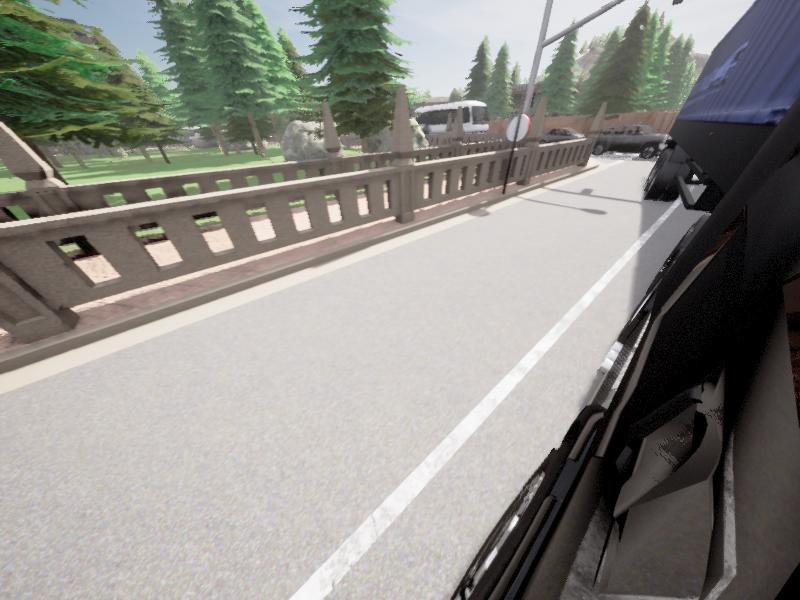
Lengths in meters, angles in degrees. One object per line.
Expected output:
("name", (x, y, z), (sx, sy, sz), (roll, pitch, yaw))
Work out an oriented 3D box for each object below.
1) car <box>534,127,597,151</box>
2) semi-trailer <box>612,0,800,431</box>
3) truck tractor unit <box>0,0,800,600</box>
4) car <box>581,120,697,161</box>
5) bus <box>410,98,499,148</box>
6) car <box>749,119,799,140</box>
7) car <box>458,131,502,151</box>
("car", (14.914, -14.701, 21.045), (1.851, 1.617, 3.988), (-28, 44, -30))
("semi-trailer", (8.024, -3.992, 4.796), (2.717, 4.402, 14.254), (26, 46, 32))
("truck tractor unit", (2.645, -0.295, 0.351), (6.516, 4.208, 3.053), (-28, 44, -30))
("car", (15.257, -10.507, 15.193), (1.932, 1.855, 4.605), (-18, 39, -21))
("bus", (6.176, -21.878, 28.974), (3.944, 4.253, 10.273), (-28, 43, -30))
("car", (35.738, -16.351, 22.164), (4.181, 1.385, 1.994), (-28, 44, -29))
("car", (8.036, -16.130, 23.445), (1.845, 1.501, 3.633), (-28, 43, -30))
